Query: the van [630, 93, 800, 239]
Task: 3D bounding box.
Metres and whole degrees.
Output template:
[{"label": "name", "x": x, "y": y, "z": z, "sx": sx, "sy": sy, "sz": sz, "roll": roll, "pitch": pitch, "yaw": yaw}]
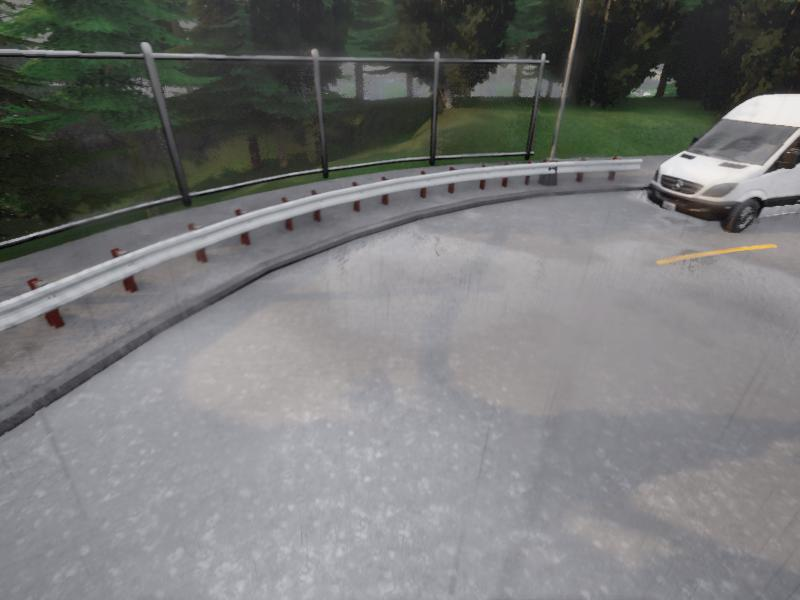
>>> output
[{"label": "van", "x": 8.808, "y": -3.240, "z": 9.137, "sx": 5.915, "sy": 2.561, "sz": 1.988, "roll": -8, "pitch": 31, "yaw": -13}]
